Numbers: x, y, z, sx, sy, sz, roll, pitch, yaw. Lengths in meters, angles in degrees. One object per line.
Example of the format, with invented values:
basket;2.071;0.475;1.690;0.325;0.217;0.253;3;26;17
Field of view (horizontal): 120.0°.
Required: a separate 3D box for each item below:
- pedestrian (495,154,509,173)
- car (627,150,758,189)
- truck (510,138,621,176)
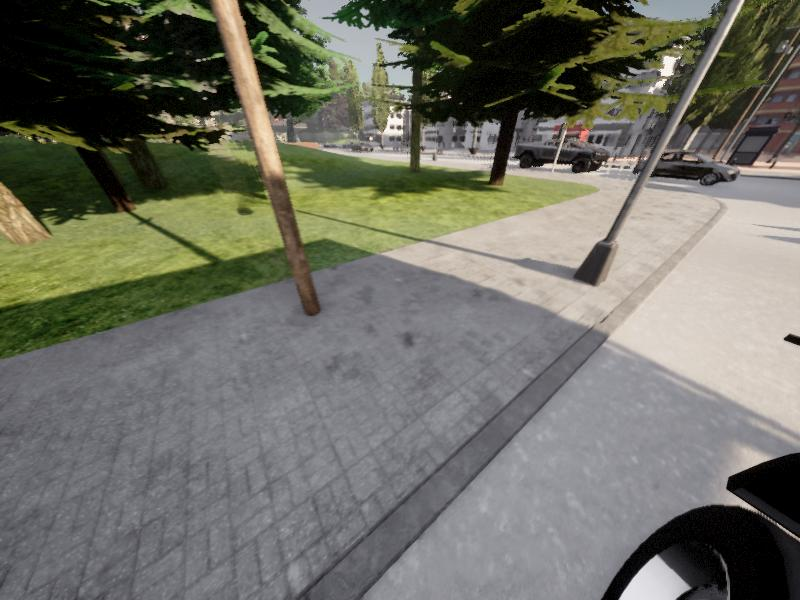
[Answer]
pedestrian;7.180;-9.630;16.301;0.500;1.100;0.500;-25;42;-31
car;16.358;-7.604;13.251;1.816;1.474;4.193;-20;40;-26
truck;12.296;-11.233;17.879;2.390;2.098;6.274;-22;41;-28
